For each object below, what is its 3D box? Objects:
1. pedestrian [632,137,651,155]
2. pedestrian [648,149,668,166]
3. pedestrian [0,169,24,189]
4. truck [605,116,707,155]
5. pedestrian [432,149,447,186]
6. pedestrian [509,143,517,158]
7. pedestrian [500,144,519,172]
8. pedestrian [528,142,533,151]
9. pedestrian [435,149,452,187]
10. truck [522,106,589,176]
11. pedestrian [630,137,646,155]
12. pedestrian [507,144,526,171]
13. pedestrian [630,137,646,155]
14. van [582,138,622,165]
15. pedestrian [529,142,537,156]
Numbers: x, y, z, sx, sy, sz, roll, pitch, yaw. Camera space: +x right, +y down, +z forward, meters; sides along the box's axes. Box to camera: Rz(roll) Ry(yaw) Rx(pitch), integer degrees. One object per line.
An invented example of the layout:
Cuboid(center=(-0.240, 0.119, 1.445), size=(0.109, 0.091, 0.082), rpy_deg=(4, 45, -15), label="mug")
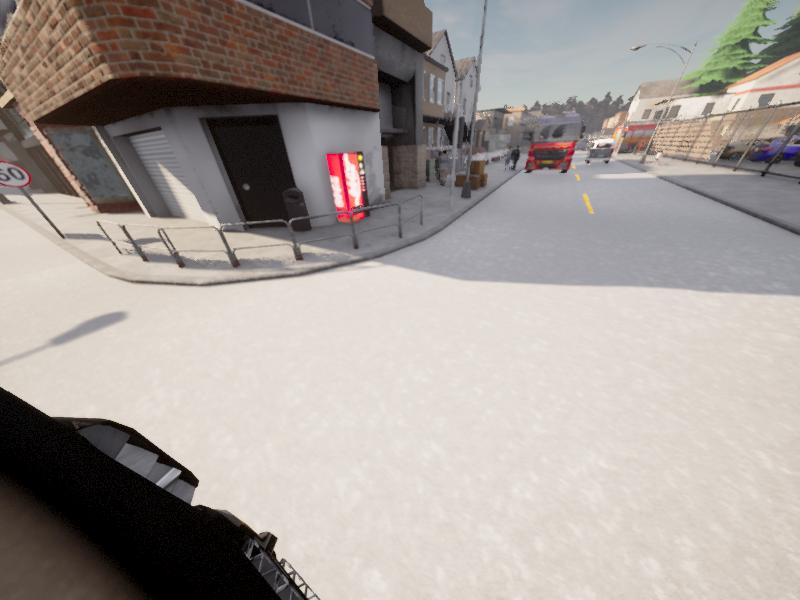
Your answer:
Cuboid(center=(29.635, -18.893, 28.391), size=(0.751, 1.860, 0.751), rpy_deg=(12, 36, 21), label="pedestrian")
Cuboid(center=(19.995, -11.022, 17.902), size=(0.500, 1.100, 0.500), rpy_deg=(-10, 34, -11), label="pedestrian")
Cuboid(center=(-43.462, -13.467, 25.739), size=(0.751, 1.860, 0.751), rpy_deg=(21, 40, 31), label="pedestrian")
Cuboid(center=(35.288, -22.890, 32.461), size=(8.468, 3.827, 2.891), rpy_deg=(5, 34, 12), label="truck")
Cuboid(center=(2.364, -7.957, 13.900), size=(0.751, 1.860, 0.751), rpy_deg=(2, 34, 7), label="pedestrian")
Cuboid(center=(17.699, -23.472, 36.226), size=(0.751, 1.860, 0.751), rpy_deg=(14, 37, 23), label="pedestrian")
Cuboid(center=(8.887, -11.513, 18.801), size=(0.751, 1.860, 0.751), rpy_deg=(-23, 38, -28), label="pedestrian")
Cuboid(center=(31.180, -36.664, 55.160), size=(0.751, 1.860, 0.751), rpy_deg=(15, 37, 25), label="pedestrian")
Cuboid(center=(2.511, -7.602, 13.353), size=(0.751, 1.860, 0.751), rpy_deg=(8, 35, 16), label="pedestrian")
Cuboid(center=(12.549, -12.742, 18.832), size=(2.891, 3.827, 8.468), rpy_deg=(16, 38, 26), label="truck")
Cuboid(center=(29.835, -19.265, 28.939), size=(0.751, 1.860, 0.751), rpy_deg=(22, 41, 33), label="pedestrian")
Cuboid(center=(9.633, -11.770, 19.132), size=(0.751, 1.860, 0.751), rpy_deg=(-24, 39, -29), label="pedestrian")
Cuboid(center=(30.137, -19.483, 29.246), size=(0.751, 1.860, 0.751), rpy_deg=(27, 44, 37), label="pedestrian")
Cuboid(center=(19.931, -14.843, 23.070), size=(2.069, 2.038, 4.480), rpy_deg=(16, 38, 26), label="van")
Cuboid(center=(21.944, -25.006, 38.223), size=(0.751, 1.860, 0.751), rpy_deg=(12, 36, 21), label="pedestrian")
